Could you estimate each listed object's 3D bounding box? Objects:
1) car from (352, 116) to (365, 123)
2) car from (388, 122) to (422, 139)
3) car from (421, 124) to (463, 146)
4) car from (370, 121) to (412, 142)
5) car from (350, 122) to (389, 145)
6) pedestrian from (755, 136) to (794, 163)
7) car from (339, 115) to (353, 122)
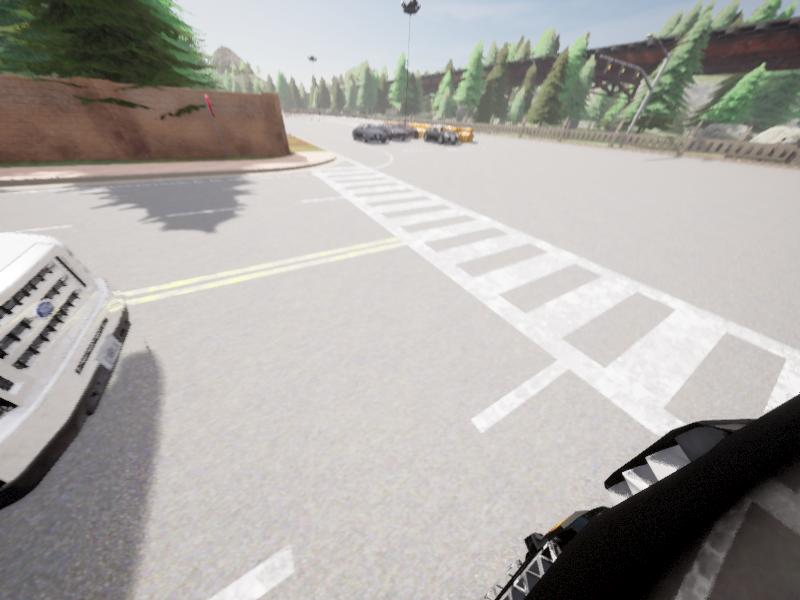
[{"bbox_3d":[-11.748,-51.018,65.276,1.895,1.301,4.718,-20,44,-26],"label":"car"},{"bbox_3d":[0.523,-19.944,27.187,1.994,1.385,4.181,-20,44,-26],"label":"car"},{"bbox_3d":[4.068,-16.308,22.795,1.970,1.475,3.806,-18,43,-24],"label":"car"},{"bbox_3d":[-1.120,-17.681,24.225,2.033,1.411,5.357,-18,43,-24],"label":"car"},{"bbox_3d":[-2.842,-15.229,21.061,1.994,1.385,4.181,-18,43,-24],"label":"car"},{"bbox_3d":[32.331,-12.993,19.981,0.751,1.860,0.751,-16,43,-23],"label":"pedestrian"},{"bbox_3d":[-14.976,-50.303,63.989,2.128,1.511,4.902,-20,44,-26],"label":"car"}]
